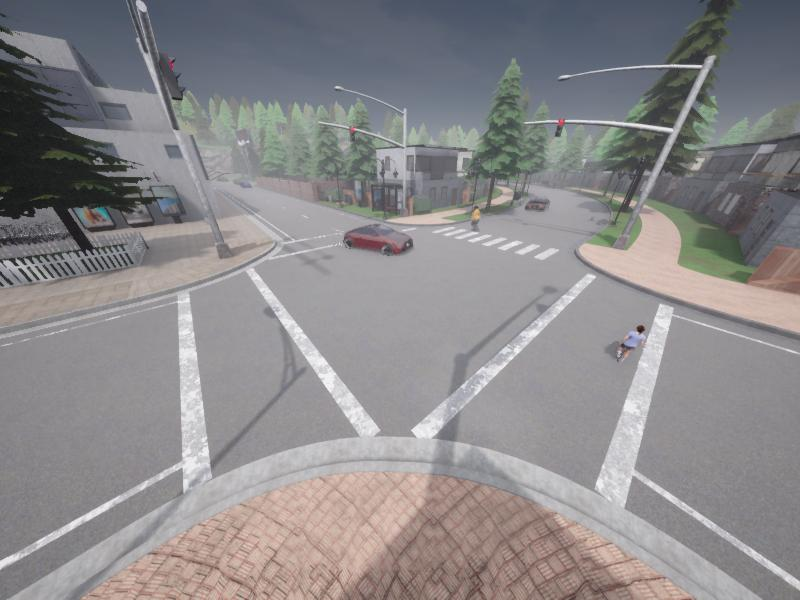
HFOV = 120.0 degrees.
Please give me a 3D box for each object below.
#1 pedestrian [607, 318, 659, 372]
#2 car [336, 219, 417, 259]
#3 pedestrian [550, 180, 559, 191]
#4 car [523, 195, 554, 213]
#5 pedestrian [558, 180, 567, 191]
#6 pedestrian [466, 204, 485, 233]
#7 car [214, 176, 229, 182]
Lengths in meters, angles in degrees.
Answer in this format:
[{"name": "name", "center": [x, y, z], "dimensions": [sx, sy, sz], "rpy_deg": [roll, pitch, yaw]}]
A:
[{"name": "pedestrian", "center": [5.540, 1.075, 5.556], "dimensions": [0.500, 1.100, 0.500], "rpy_deg": [20, 36, 31]}, {"name": "car", "center": [-1.358, -3.700, 13.602], "dimensions": [4.181, 1.385, 1.994], "rpy_deg": [14, 33, 24]}, {"name": "pedestrian", "center": [30.918, -22.937, 46.347], "dimensions": [0.751, 1.860, 0.751], "rpy_deg": [3, 30, 6]}, {"name": "car", "center": [15.618, -10.844, 25.942], "dimensions": [1.994, 1.385, 4.181], "rpy_deg": [22, 37, 33]}, {"name": "pedestrian", "center": [33.211, -23.425, 47.198], "dimensions": [0.751, 1.860, 0.751], "rpy_deg": [5, 30, 8]}, {"name": "pedestrian", "center": [5.562, -5.978, 16.977], "dimensions": [0.751, 1.860, 0.751], "rpy_deg": [-22, 36, -33]}, {"name": "car", "center": [-59.411, -40.313, 76.854], "dimensions": [4.611, 1.667, 2.242], "rpy_deg": [20, 35, 30]}]
